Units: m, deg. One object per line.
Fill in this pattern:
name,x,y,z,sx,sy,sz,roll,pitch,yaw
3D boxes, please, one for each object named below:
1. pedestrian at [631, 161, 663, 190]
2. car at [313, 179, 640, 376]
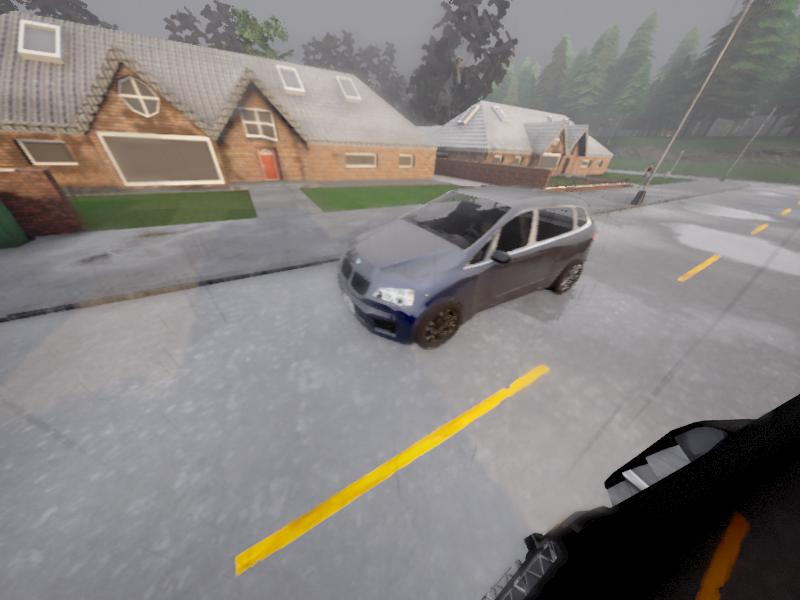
pedestrian,18.869,-9.510,17.673,0.751,1.860,0.751,-16,38,-26
car,1.279,-0.963,3.966,4.611,1.667,2.242,-16,38,-26
